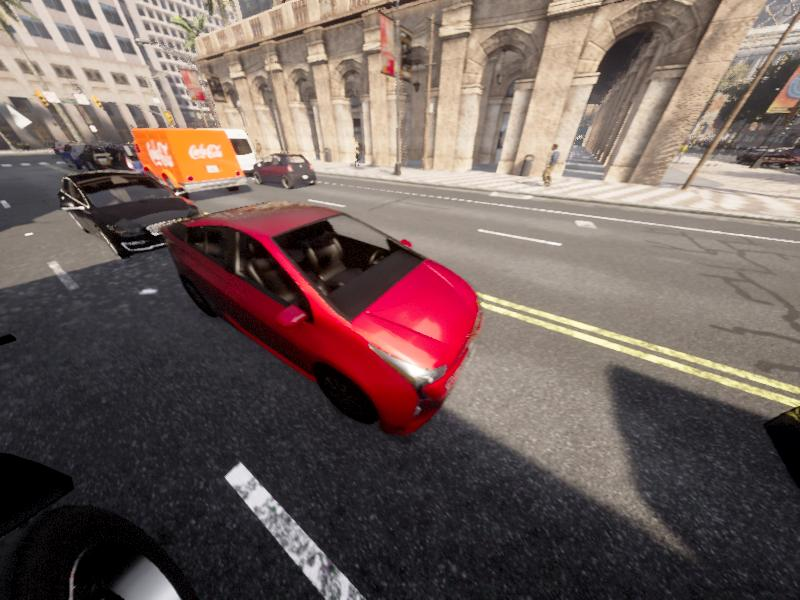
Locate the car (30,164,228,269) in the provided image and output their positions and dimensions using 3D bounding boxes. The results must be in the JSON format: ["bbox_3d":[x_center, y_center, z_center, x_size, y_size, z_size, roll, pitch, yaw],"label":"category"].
[{"bbox_3d":[-7.047,-2.455,6.014,4.892,1.490,1.837,20,40,25],"label":"car"}]

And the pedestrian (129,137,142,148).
[{"bbox_3d":[-50.893,-30.314,44.432,0.751,1.860,0.751,21,40,26],"label":"pedestrian"}]

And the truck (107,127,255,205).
[{"bbox_3d":[-9.809,-6.258,10.516,5.204,2.467,2.627,20,40,26],"label":"truck"}]

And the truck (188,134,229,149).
[{"bbox_3d":[-38.714,-32.155,46.852,2.627,2.467,5.204,20,40,26],"label":"truck"}]

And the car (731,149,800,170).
[{"bbox_3d":[33.355,-12.966,21.140,1.895,1.301,4.718,20,40,25],"label":"car"}]

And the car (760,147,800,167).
[{"bbox_3d":[38.022,-13.764,22.230,1.994,1.385,4.181,19,40,25],"label":"car"}]

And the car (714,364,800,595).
[{"bbox_3d":[4.102,1.558,0.383,3.633,1.501,1.845,20,40,25],"label":"car"}]

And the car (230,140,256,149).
[{"bbox_3d":[-33.141,-33.034,48.969,1.970,1.475,3.806,20,40,26],"label":"car"}]

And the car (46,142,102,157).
[{"bbox_3d":[-43.233,-20.106,30.729,1.970,1.475,3.806,20,40,26],"label":"car"}]

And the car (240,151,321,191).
[{"bbox_3d":[-6.341,-7.002,12.388,3.633,1.501,1.845,20,40,26],"label":"car"}]

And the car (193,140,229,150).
[{"bbox_3d":[-36.495,-29.993,44.672,2.163,1.488,4.792,20,40,26],"label":"car"}]

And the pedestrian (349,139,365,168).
[{"bbox_3d":[-3.356,-11.476,18.110,0.751,1.860,0.751,19,39,24],"label":"pedestrian"}]

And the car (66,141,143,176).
[{"bbox_3d":[-21.001,-10.138,16.443,4.605,1.855,1.932,20,40,26],"label":"car"}]

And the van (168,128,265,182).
[{"bbox_3d":[-11.825,-9.429,14.912,5.915,2.561,1.988,20,40,26],"label":"van"}]

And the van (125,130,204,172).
[{"bbox_3d":[-18.914,-12.041,18.560,5.915,2.561,1.988,20,40,26],"label":"van"}]

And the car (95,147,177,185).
[{"bbox_3d":[-15.701,-8.076,13.796,3.988,1.617,1.851,20,40,26],"label":"car"}]

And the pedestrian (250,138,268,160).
[{"bbox_3d":[-14.359,-15.335,23.496,0.751,1.860,0.751,14,38,19],"label":"pedestrian"}]

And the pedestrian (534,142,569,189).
[{"bbox_3d":[7.208,-6.429,11.049,0.751,1.860,0.751,23,41,29],"label":"pedestrian"}]

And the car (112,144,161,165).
[{"bbox_3d":[-24.985,-13.846,21.946,3.633,1.501,1.845,20,40,26],"label":"car"}]

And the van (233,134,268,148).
[{"bbox_3d":[-34.028,-36.455,52.827,1.988,2.561,5.915,20,40,26],"label":"van"}]

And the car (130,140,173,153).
[{"bbox_3d":[-38.877,-24.109,36.270,1.851,1.617,3.988,20,40,26],"label":"car"}]

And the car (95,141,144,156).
[{"bbox_3d":[-38.334,-20.800,31.680,1.845,1.501,3.633,20,40,26],"label":"car"}]

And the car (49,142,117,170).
[{"bbox_3d":[-26.130,-11.974,19.079,4.553,1.767,2.097,20,40,26],"label":"car"}]

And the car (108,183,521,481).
[{"bbox_3d":[-1.217,-0.361,3.064,4.514,1.525,2.007,20,40,25],"label":"car"}]
